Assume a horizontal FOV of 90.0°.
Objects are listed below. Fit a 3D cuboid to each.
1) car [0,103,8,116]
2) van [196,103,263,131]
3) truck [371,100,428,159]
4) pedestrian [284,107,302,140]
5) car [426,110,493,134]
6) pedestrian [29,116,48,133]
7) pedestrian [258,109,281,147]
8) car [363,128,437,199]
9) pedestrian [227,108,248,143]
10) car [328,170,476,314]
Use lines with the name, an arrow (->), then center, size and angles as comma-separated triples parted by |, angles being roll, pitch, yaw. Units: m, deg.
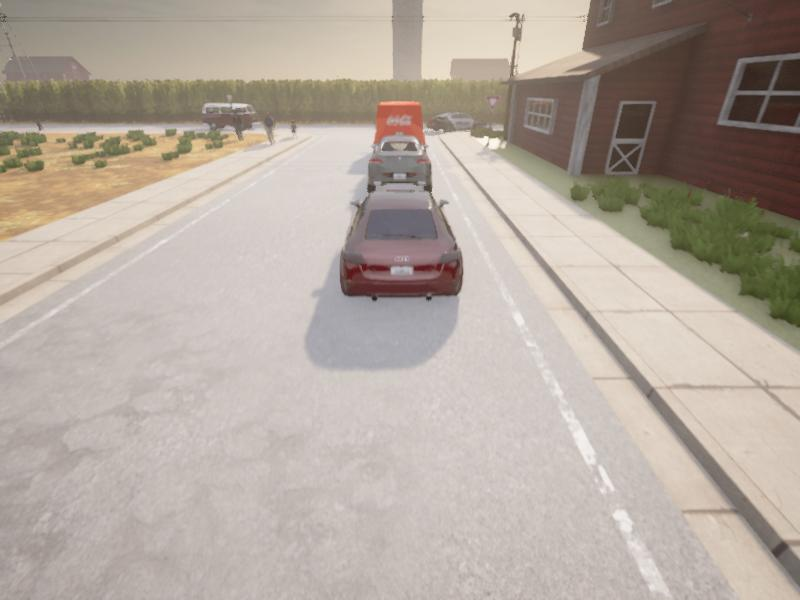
car -> -54.383, -24.727, 52.074 | 1.812, 1.442, 4.674 | 0, 28, 1
van -> -14.347, -15.562, 33.949 | 4.480, 2.038, 2.069 | 0, 28, 1
truck -> -0.011, -9.178, 21.264 | 2.627, 2.467, 5.204 | 0, 28, 0
pedestrian -> -6.821, -11.289, 25.555 | 0.751, 1.860, 0.751 | 1, 28, 2
car -> 4.818, -14.448, 32.345 | 4.974, 1.542, 2.038 | -12, 30, -23
pedestrian -> -27.171, -13.197, 30.076 | 0.500, 1.100, 0.500 | 0, 28, -1
pedestrian -> -7.279, -9.631, 22.396 | 0.751, 1.860, 0.751 | 1, 28, 1
car -> -0.006, -5.033, 14.264 | 2.152, 1.651, 5.027 | 0, 28, 0
pedestrian -> -9.785, -10.546, 24.140 | 0.751, 1.860, 0.751 | -6, 28, -11
car -> 0.001, -1.378, 7.569 | 1.994, 1.385, 4.181 | 0, 28, -1
